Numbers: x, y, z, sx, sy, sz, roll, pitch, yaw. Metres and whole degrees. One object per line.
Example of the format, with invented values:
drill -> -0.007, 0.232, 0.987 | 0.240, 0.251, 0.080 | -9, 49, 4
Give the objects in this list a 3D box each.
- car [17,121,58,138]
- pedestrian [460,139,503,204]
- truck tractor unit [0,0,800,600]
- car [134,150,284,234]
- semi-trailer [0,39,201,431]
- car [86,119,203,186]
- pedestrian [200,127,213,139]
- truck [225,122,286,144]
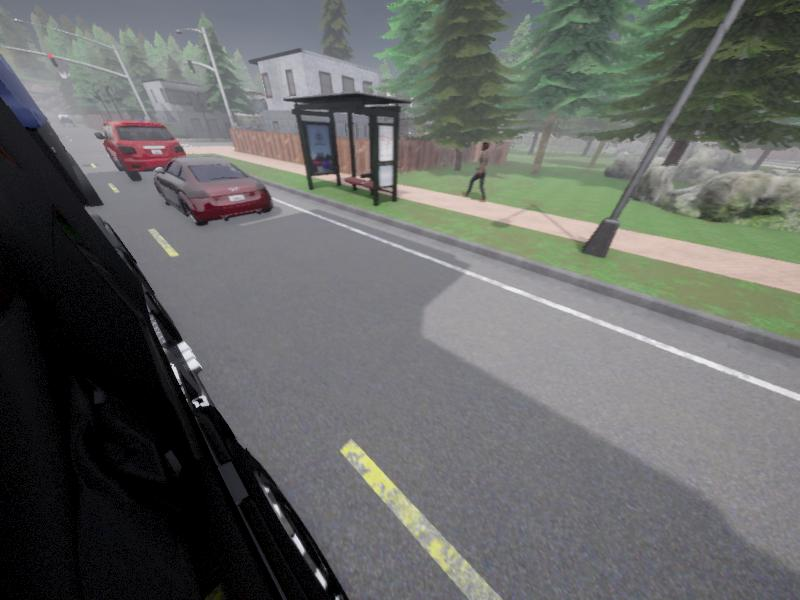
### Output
car -> -41.551, -19.643, 26.564 | 4.181, 1.385, 1.994 | 28, 43, 30
pedestrian -> 2.794, -4.477, 8.067 | 0.751, 1.860, 0.751 | -25, 45, -33
truck tractor unit -> -2.645, -0.295, 0.351 | 6.516, 4.208, 3.053 | 28, 44, 30
car -> -5.631, -3.406, 6.795 | 4.181, 1.385, 1.994 | 28, 43, 30
semi-trailer -> -8.705, -3.577, 4.254 | 14.254, 4.402, 2.717 | 28, 43, 30
car -> -11.744, -6.909, 10.591 | 5.566, 2.045, 2.150 | 28, 43, 30
pedestrian -> -26.830, -23.189, 32.033 | 0.751, 1.300, 0.751 | 14, 38, 15
truck -> -18.953, -22.228, 30.850 | 2.390, 2.098, 6.274 | 21, 40, 24
